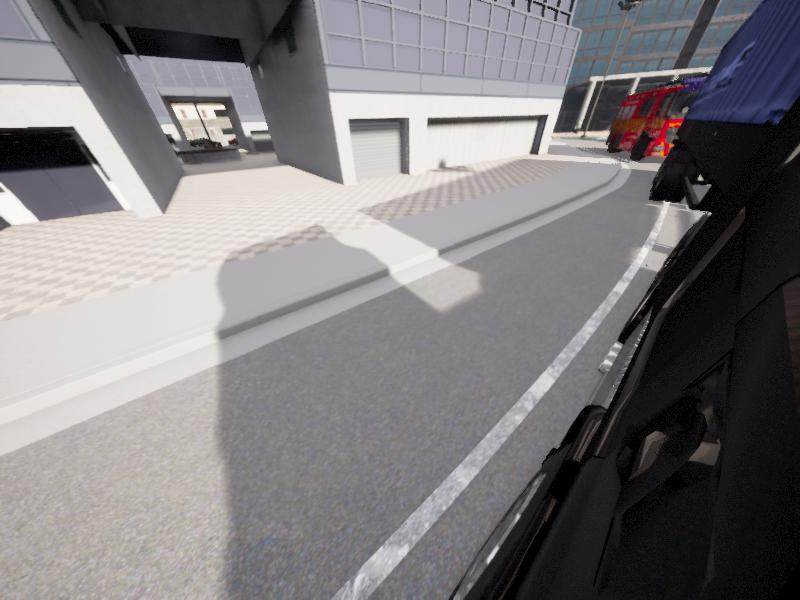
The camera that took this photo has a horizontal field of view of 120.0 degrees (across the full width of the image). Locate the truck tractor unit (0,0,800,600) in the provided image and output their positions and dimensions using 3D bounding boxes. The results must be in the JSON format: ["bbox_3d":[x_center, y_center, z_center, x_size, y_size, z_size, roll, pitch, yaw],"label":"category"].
[{"bbox_3d":[2.645,-0.295,0.351,6.516,4.208,3.053,-28,44,-30],"label":"truck tractor unit"}]

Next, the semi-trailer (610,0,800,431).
[{"bbox_3d":[8.102,-3.955,4.737,2.717,4.402,14.254,27,46,33],"label":"semi-trailer"}]

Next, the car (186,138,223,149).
[{"bbox_3d":[-35.836,-28.850,42.536,4.892,1.490,1.837,-23,41,-27],"label":"car"}]

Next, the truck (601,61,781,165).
[{"bbox_3d":[16.366,-11.255,14.461,2.891,3.827,8.468,12,39,18],"label":"truck"}]

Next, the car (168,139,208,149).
[{"bbox_3d":[-39.937,-29.574,43.726,5.357,1.411,2.033,-23,41,-27],"label":"car"}]

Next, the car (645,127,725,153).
[{"bbox_3d":[20.764,-11.942,17.160,1.994,1.385,4.181,11,39,17],"label":"car"}]

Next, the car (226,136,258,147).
[{"bbox_3d":[-32.625,-32.792,47.777,5.008,1.535,1.882,-24,42,-27],"label":"car"}]
